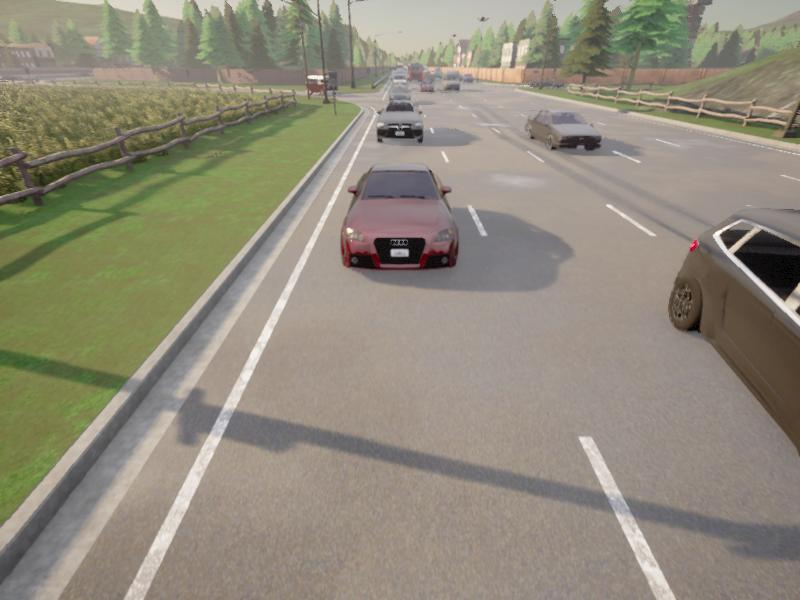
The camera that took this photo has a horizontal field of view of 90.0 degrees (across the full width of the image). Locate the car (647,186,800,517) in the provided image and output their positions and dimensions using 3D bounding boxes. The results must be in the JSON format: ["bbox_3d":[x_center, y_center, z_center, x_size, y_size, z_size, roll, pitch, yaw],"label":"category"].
[{"bbox_3d":[4.445,0.456,3.568,2.242,1.667,4.611,6,31,9],"label":"car"}]

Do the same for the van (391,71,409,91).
[{"bbox_3d":[-0.026,-31.489,57.432,2.351,2.431,6.366,0,30,0],"label":"van"}]

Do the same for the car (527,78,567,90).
[{"bbox_3d":[22.636,-33.400,61.725,2.033,1.411,5.357,-24,38,-35],"label":"car"}]

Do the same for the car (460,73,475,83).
[{"bbox_3d":[14.002,-46.059,82.979,2.097,1.767,4.553,-1,30,-2],"label":"car"}]

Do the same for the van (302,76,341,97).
[{"bbox_3d":[-9.069,-24.699,46.212,2.069,2.038,4.480,-26,39,-37],"label":"van"}]

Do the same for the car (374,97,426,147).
[{"bbox_3d":[-0.007,-8.686,19.243,2.152,1.651,5.027,0,30,0],"label":"car"}]

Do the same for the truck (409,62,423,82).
[{"bbox_3d":[3.457,-50.844,89.133,2.891,3.827,8.468,0,30,0],"label":"truck"}]

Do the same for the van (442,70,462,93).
[{"bbox_3d":[6.974,-29.793,54.425,1.988,2.561,5.915,0,30,0],"label":"van"}]

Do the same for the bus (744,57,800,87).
[{"bbox_3d":[65.523,-39.366,69.092,3.944,4.253,10.273,4,31,7],"label":"bus"}]

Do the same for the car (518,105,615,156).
[{"bbox_3d":[6.991,-7.585,17.587,2.033,1.411,5.357,0,30,0],"label":"car"}]

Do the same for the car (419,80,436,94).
[{"bbox_3d":[3.479,-27.087,50.798,1.845,1.501,3.633,0,30,0],"label":"car"}]

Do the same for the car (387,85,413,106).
[{"bbox_3d":[-0.016,-18.712,36.525,2.163,1.488,4.792,0,30,0],"label":"car"}]

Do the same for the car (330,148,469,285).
[{"bbox_3d":[-0.006,-1.901,7.893,1.994,1.385,4.181,0,30,0],"label":"car"}]
